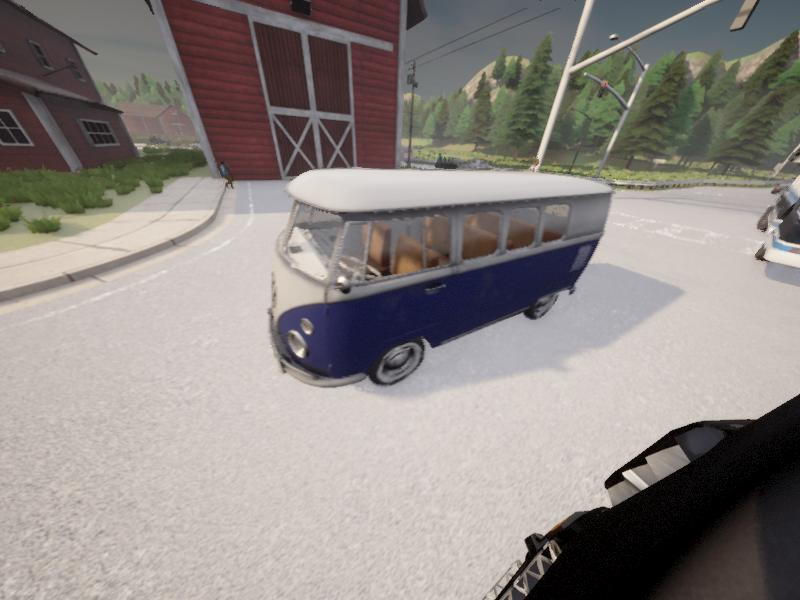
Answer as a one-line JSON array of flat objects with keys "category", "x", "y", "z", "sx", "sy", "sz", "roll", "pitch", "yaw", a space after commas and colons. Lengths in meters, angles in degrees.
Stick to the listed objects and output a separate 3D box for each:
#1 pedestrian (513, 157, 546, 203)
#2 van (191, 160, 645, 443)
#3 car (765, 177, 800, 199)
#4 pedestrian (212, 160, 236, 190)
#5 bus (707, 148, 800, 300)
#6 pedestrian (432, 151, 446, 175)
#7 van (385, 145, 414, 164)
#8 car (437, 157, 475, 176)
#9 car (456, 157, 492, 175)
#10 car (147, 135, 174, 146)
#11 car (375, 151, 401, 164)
[{"category": "pedestrian", "x": 6.242, "y": -5.844, "z": 11.250, "sx": 0.751, "sy": 1.860, "sz": 0.751, "roll": 10, "pitch": 34, "yaw": 10}, {"category": "van", "x": 0.614, "y": -0.571, "z": 3.053, "sx": 4.442, "sy": 1.987, "sz": 1.775, "roll": -16, "pitch": 38, "yaw": -26}, {"category": "car", "x": 37.471, "y": -10.696, "z": 21.938, "sx": 5.357, "sy": 1.411, "sz": 2.033, "roll": -16, "pitch": 38, "yaw": -26}, {"category": "pedestrian", "x": -7.851, "y": -5.568, "z": 10.305, "sx": 0.500, "sy": 1.100, "sz": 0.500, "roll": -21, "pitch": 40, "yaw": -31}, {"category": "bus", "x": 12.795, "y": -2.955, "z": 5.649, "sx": 10.273, "sy": 4.253, "sz": 3.944, "roll": -20, "pitch": 41, "yaw": -30}, {"category": "pedestrian", "x": 3.650, "y": -12.858, "z": 21.742, "sx": 0.751, "sy": 1.860, "sz": 0.751, "roll": -15, "pitch": 38, "yaw": -26}, {"category": "van", "x": -0.237, "y": -25.603, "z": 40.477, "sx": 2.351, "sy": 2.431, "sz": 6.366, "roll": -15, "pitch": 38, "yaw": -25}, {"category": "car", "x": 6.042, "y": -14.728, "z": 25.362, "sx": 1.789, "sy": 1.549, "sz": 3.705, "roll": -15, "pitch": 37, "yaw": -25}, {"category": "car", "x": 8.668, "y": -15.987, "z": 27.499, "sx": 1.845, "sy": 1.501, "sz": 3.633, "roll": -15, "pitch": 38, "yaw": -25}, {"category": "car", "x": -57.703, "y": -38.451, "z": 55.684, "sx": 3.866, "sy": 1.878, "sz": 1.905, "roll": -15, "pitch": 38, "yaw": -26}, {"category": "car", "x": -2.030, "y": -23.066, "z": 37.331, "sx": 2.128, "sy": 1.511, "sz": 4.902, "roll": -15, "pitch": 37, "yaw": -25}]
